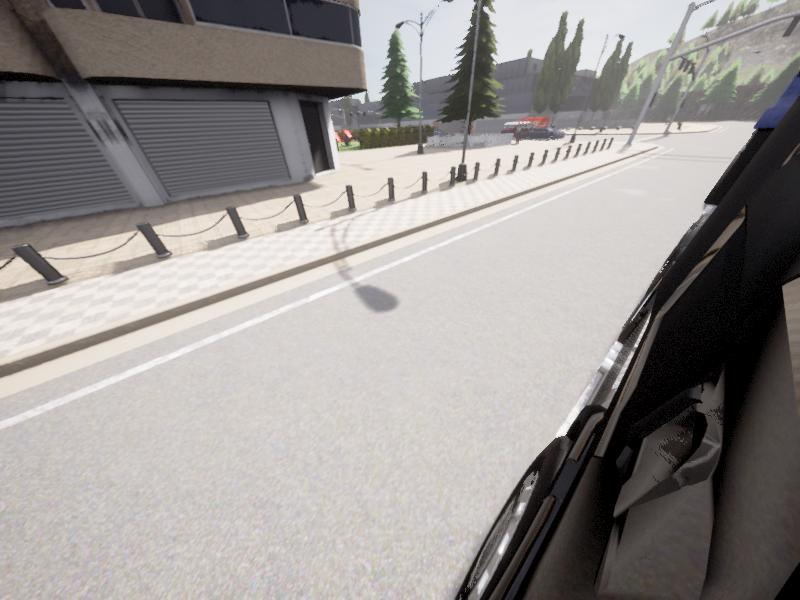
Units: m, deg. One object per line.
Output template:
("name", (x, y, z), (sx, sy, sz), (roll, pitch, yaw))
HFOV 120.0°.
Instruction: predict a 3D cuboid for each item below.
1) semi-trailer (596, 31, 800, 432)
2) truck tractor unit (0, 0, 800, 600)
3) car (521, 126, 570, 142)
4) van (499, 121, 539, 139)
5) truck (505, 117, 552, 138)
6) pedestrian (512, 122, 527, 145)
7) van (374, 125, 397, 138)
("semi-trailer", (8.772, -3.564, 4.140), (14.254, 4.402, 2.717), (-27, 43, -29))
("truck tractor unit", (2.645, -0.295, 0.351), (6.516, 4.208, 3.053), (-28, 44, -30))
("car", (18.149, -20.932, 29.098), (1.812, 1.442, 4.674), (-27, 43, -29))
("van", (17.458, -25.004, 34.062), (2.069, 2.038, 4.480), (-27, 43, -29))
("truck", (19.839, -26.818, 35.972), (2.627, 2.467, 5.204), (-27, 44, -29))
("pedestrian", (12.185, -17.006, 23.622), (0.751, 1.860, 0.751), (27, 46, 33))
("van", (-3.812, -43.723, 60.041), (2.351, 2.431, 6.366), (-27, 43, -29))
